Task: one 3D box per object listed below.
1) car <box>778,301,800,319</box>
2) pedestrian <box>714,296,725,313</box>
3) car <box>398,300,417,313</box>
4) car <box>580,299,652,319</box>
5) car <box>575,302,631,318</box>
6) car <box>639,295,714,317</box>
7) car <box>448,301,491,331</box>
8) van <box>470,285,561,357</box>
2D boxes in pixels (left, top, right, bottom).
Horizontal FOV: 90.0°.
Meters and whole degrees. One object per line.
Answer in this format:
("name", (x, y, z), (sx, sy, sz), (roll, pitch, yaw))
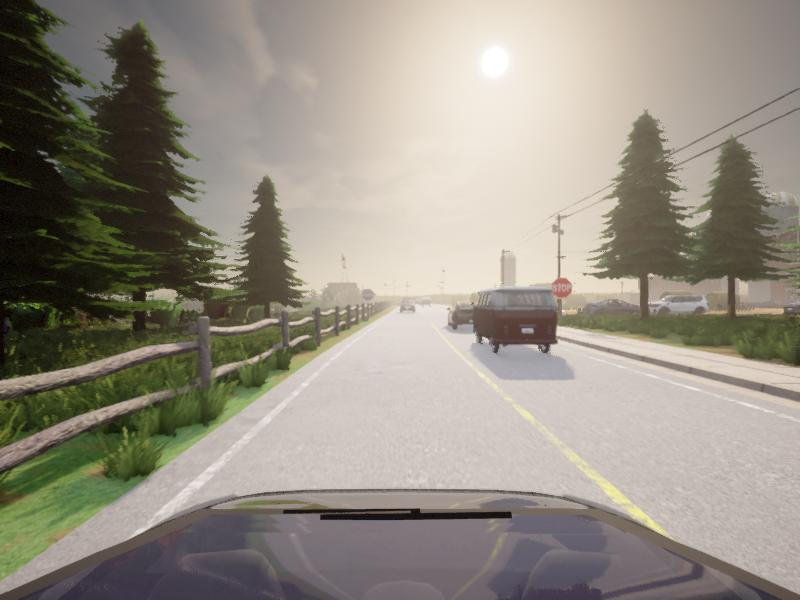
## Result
("car", (35.681, 0.842, 34.202), (4.792, 1.488, 2.163), (0, 0, -1))
("pedestrian", (34.042, 0.465, 42.633), (0.751, 1.860, 0.751), (0, 0, 16))
("car", (0.944, 0.779, 48.678), (2.128, 1.511, 4.902), (0, 0, 1))
("car", (18.235, 0.772, 33.952), (5.027, 1.651, 2.152), (0, 0, -1))
("car", (18.920, 0.895, 37.362), (4.181, 1.385, 1.994), (0, 0, -2))
("car", (25.811, 0.557, 37.496), (5.566, 2.045, 2.150), (0, 0, -1))
("car", (3.769, 0.813, 22.520), (1.837, 1.490, 4.892), (0, 0, 3))
("van", (3.550, 0.575, 13.185), (1.775, 1.987, 4.442), (0, 0, 1))
